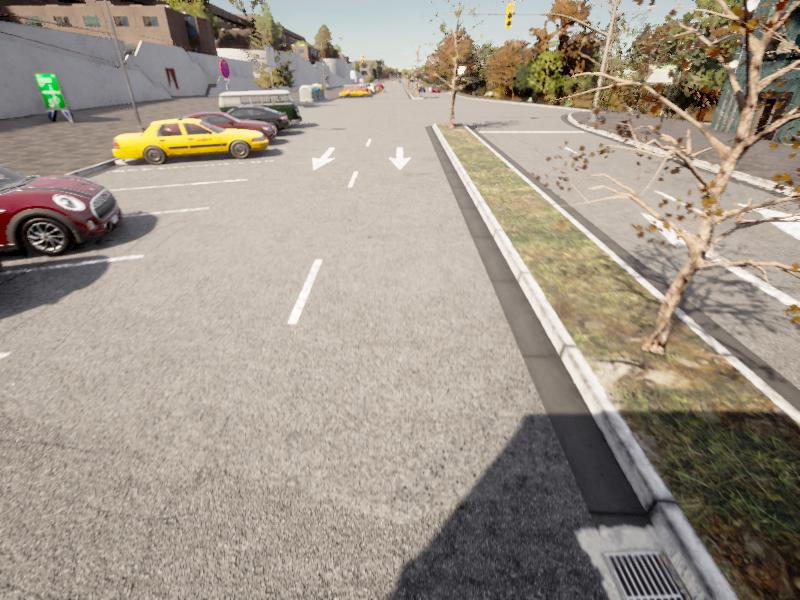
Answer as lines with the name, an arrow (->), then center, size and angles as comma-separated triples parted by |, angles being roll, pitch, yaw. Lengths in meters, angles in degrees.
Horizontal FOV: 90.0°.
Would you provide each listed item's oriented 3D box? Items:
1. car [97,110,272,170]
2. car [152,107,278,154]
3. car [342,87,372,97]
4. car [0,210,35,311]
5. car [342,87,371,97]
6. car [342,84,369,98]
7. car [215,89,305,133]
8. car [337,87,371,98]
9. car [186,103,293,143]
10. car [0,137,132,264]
car -> -7.891, -6.209, 15.305 | 5.366, 1.575, 1.946 | -11, 31, -17
car -> -8.067, -7.628, 17.850 | 4.674, 1.452, 2.002 | -11, 31, -17
car -> -8.228, -39.947, 76.672 | 5.366, 1.575, 1.946 | -11, 30, -17
car -> -7.962, -0.428, 4.860 | 4.442, 1.987, 1.878 | -11, 31, -17
car -> -8.081, -38.514, 74.116 | 4.792, 1.488, 2.163 | -11, 30, -17
car -> -7.949, -37.335, 71.425 | 4.442, 1.987, 1.878 | -11, 30, -17
car -> -7.957, -10.861, 22.910 | 4.442, 1.987, 1.878 | -11, 31, -17
car -> -7.883, -35.720, 68.936 | 5.366, 1.575, 1.946 | -11, 30, -17
car -> -8.059, -9.116, 20.425 | 4.674, 1.452, 2.002 | -11, 32, -17
car -> -8.098, -1.804, 7.445 | 4.553, 1.767, 2.185 | -11, 31, -17
